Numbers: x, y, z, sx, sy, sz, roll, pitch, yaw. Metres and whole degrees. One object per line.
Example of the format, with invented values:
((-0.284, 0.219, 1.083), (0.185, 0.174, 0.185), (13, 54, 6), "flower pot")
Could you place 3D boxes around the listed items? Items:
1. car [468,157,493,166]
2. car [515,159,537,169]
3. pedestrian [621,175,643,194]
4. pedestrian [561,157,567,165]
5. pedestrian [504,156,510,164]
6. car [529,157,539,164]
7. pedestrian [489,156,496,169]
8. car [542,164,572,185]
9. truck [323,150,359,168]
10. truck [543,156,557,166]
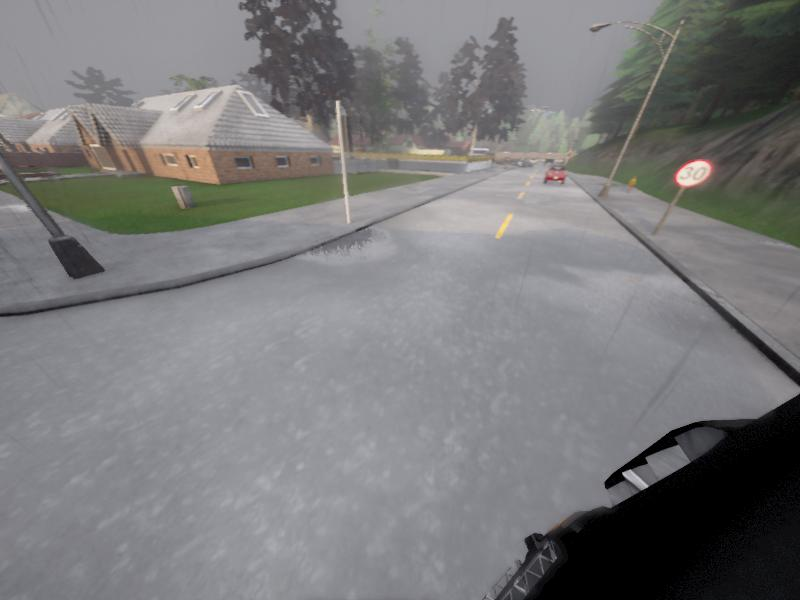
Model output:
((19.190, -33.144, 55.160), (5.027, 1.651, 2.152), (16, 35, 23), "car")
((26.147, -28.353, 47.989), (2.038, 1.542, 4.974), (3, 33, 2), "car")
((16.104, -8.060, 16.071), (0.500, 1.100, 0.500), (7, 33, 9), "pedestrian")
((48.049, -40.777, 67.724), (0.751, 1.860, 0.751), (28, 41, 35), "pedestrian")
((28.038, -36.727, 60.594), (0.751, 1.860, 0.751), (29, 42, 36), "pedestrian")
((40.171, -41.837, 69.283), (1.932, 1.855, 4.605), (17, 36, 23), "car")
((16.070, -23.923, 40.109), (0.751, 1.860, 0.751), (17, 36, 23), "pedestrian")
((15.032, -12.185, 22.305), (1.845, 1.501, 3.633), (17, 36, 23), "car")
((-8.419, -20.184, 33.010), (4.478, 2.038, 2.069), (17, 36, 23), "truck")
((39.477, -36.676, 60.989), (2.390, 2.098, 6.274), (17, 36, 23), "truck")
